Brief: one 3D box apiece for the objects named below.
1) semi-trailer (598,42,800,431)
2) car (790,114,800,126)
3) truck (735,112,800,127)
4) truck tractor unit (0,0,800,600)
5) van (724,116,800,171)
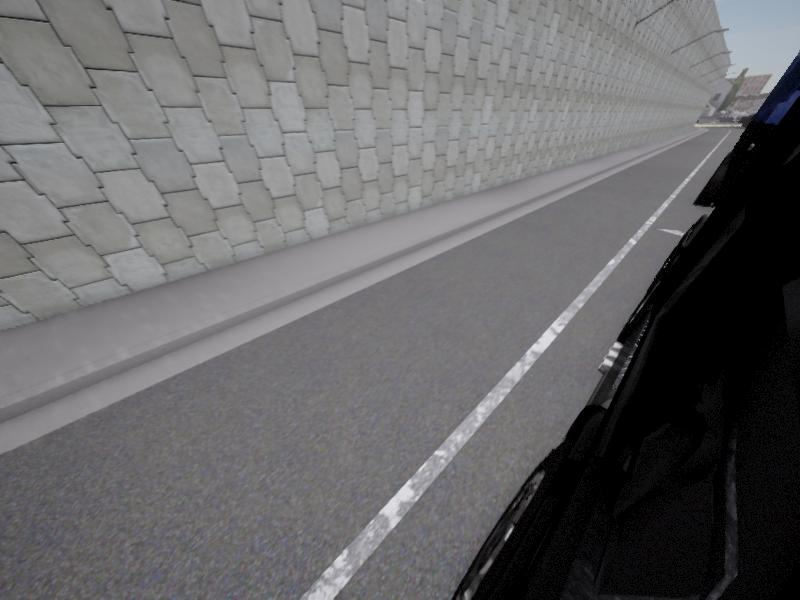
[{"bbox_3d":[8.694,-3.581,4.271,14.254,4.402,2.717,-28,44,-30],"label":"semi-trailer"},{"bbox_3d":[75.953,-32.822,42.085,2.097,1.767,4.553,-29,45,-31],"label":"car"},{"bbox_3d":[70.013,-34.347,44.106,2.390,2.098,6.274,-20,41,-23],"label":"truck"},{"bbox_3d":[2.645,-0.295,0.351,6.516,4.208,3.053,-28,44,-30],"label":"truck tractor unit"},{"bbox_3d":[18.672,-8.008,11.696,4.442,1.987,1.775,-28,44,-30],"label":"van"}]
